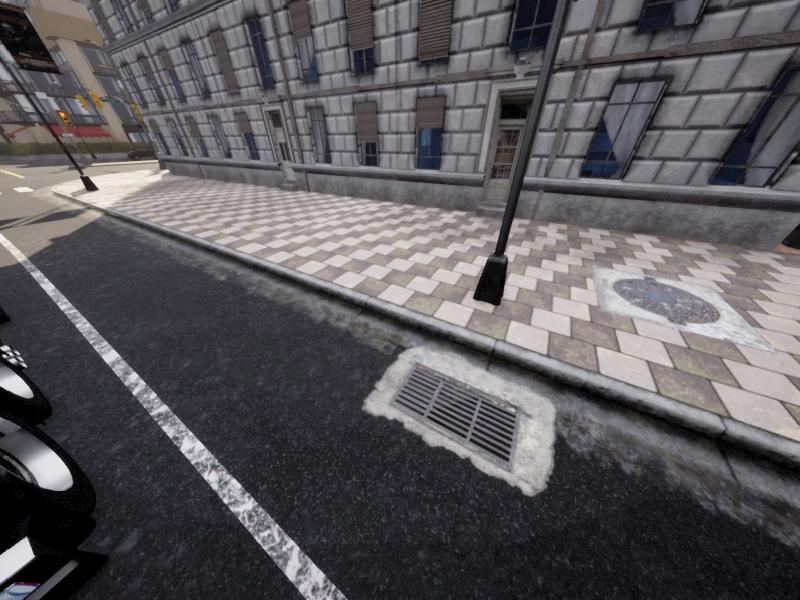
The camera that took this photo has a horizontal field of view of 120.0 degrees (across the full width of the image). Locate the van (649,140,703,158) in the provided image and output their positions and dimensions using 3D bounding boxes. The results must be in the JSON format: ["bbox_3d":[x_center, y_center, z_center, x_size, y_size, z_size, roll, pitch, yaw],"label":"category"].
[{"bbox_3d":[39.678,-21.899,33.404,4.442,1.987,1.775,23,41,29],"label":"van"}]

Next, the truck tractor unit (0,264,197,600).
[{"bbox_3d":[-5.111,-0.300,0.778,6.516,4.208,3.053,18,39,24],"label":"truck tractor unit"}]

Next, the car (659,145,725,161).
[{"bbox_3d":[37.194,-18.920,29.560,2.128,1.511,4.902,-25,42,-32],"label":"car"}]
